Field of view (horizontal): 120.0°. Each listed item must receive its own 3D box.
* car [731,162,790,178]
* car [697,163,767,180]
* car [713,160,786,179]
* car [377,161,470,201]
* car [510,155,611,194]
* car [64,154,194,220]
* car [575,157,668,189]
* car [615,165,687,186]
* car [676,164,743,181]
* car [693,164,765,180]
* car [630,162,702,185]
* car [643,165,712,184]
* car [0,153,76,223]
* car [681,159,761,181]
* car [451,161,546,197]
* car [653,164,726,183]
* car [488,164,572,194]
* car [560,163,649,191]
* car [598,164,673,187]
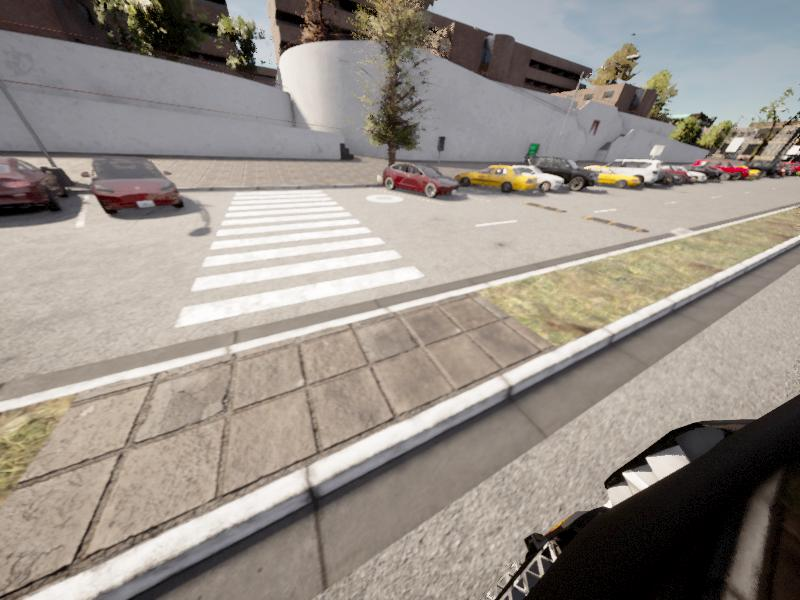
[{"bbox_3d":[57.618,-20.961,37.125,4.553,1.767,2.185,29,42,35],"label":"car"},{"bbox_3d":[46.696,-18.265,32.726,5.366,1.575,1.946,29,42,35],"label":"car"},{"bbox_3d":[52.194,-19.754,34.790,5.566,2.045,2.435,29,42,35],"label":"car"},{"bbox_3d":[1.094,-6.864,13.042,4.792,1.488,2.163,29,41,34],"label":"car"},{"bbox_3d":[11.873,-9.673,17.556,5.566,2.045,2.435,29,41,35],"label":"car"},{"bbox_3d":[-9.666,-4.304,8.371,4.792,1.488,2.163,29,41,34],"label":"car"},{"bbox_3d":[19.901,-11.664,21.055,5.566,2.045,2.435,29,42,35],"label":"car"},{"bbox_3d":[25.304,-12.744,23.508,4.674,1.452,2.002,29,41,35],"label":"car"},{"bbox_3d":[38.783,-16.128,29.197,4.792,1.488,2.163,29,42,35],"label":"car"},{"bbox_3d":[44.279,-17.448,31.374,5.366,1.575,1.946,29,42,35],"label":"car"},{"bbox_3d":[27.976,-13.568,24.577,4.553,1.767,2.185,29,42,35],"label":"car"},{"bbox_3d":[30.684,-14.093,25.795,4.674,1.452,2.002,29,42,35],"label":"car"},{"bbox_3d":[-12.381,-3.662,7.218,4.674,1.452,2.002,29,41,34],"label":"car"},{"bbox_3d":[41.482,-17.041,30.187,5.566,2.045,2.435,29,42,35],"label":"car"},{"bbox_3d":[6.316,-8.255,15.475,5.366,1.575,1.946,29,42,35],"label":"car"},{"bbox_3d":[33.380,-14.799,26.907,5.008,1.535,2.097,29,42,35],"label":"car"},{"bbox_3d":[9.143,-8.796,16.566,4.674,1.452,2.002,29,41,35],"label":"car"},{"bbox_3d":[17.356,-10.713,19.918,5.366,1.575,1.946,29,41,35],"label":"car"},{"bbox_3d":[22.582,-12.094,22.359,4.792,1.488,2.163,29,42,35],"label":"car"}]
